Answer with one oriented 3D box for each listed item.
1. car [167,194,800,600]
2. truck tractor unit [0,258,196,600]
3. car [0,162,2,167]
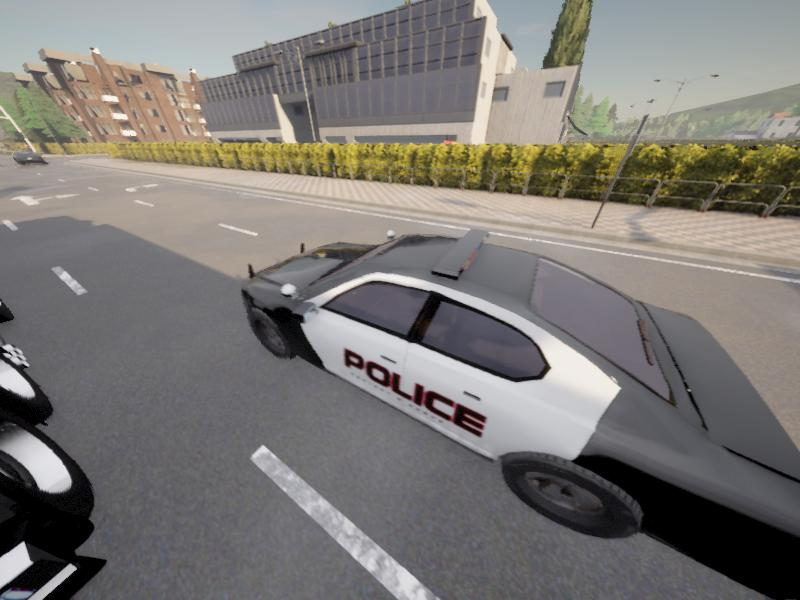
[{"bbox_3d":[0.204,0.057,2.578,4.974,1.542,2.038,18,39,24],"label":"car"},{"bbox_3d":[-5.098,-0.315,0.790,6.516,4.208,3.053,19,39,25],"label":"truck tractor unit"},{"bbox_3d":[-46.317,-15.571,25.283,4.611,1.667,2.242,22,41,29],"label":"car"}]
